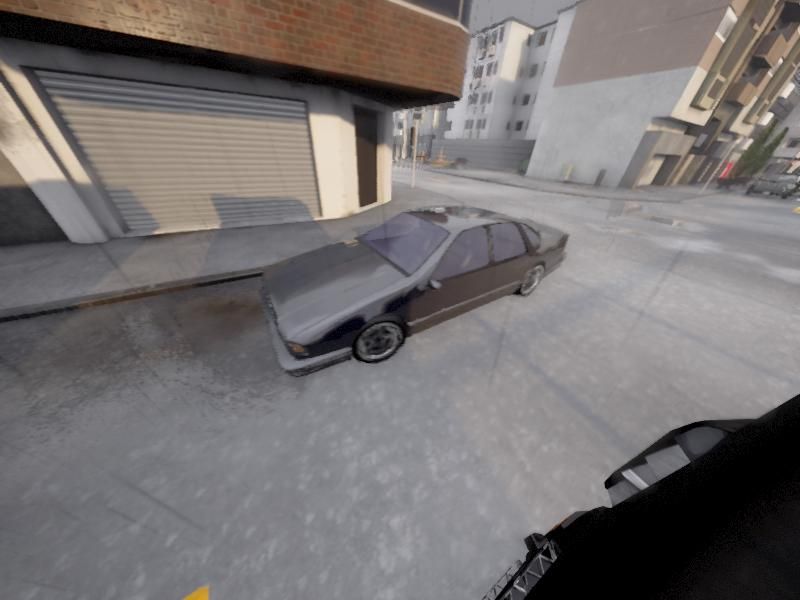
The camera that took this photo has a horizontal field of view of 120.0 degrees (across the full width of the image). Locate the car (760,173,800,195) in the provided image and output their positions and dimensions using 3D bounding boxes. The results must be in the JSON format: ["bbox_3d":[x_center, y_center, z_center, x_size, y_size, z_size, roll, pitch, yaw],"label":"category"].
[{"bbox_3d":[37.019,-11.151,22.059,5.366,1.575,1.801,-16,38,-26],"label":"car"}]

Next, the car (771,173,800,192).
[{"bbox_3d":[42.990,-12.816,25.108,3.806,1.475,1.970,-16,38,-26],"label":"car"}]

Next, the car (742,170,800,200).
[{"bbox_3d":[30.871,-9.480,18.887,4.553,1.767,2.097,-16,38,-26],"label":"car"}]

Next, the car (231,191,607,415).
[{"bbox_3d":[0.709,-0.708,3.779,5.357,1.411,2.033,-18,39,-28],"label":"car"}]

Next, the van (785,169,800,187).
[{"bbox_3d":[51.926,-15.581,29.483,4.442,1.987,1.775,-16,38,-26],"label":"van"}]
